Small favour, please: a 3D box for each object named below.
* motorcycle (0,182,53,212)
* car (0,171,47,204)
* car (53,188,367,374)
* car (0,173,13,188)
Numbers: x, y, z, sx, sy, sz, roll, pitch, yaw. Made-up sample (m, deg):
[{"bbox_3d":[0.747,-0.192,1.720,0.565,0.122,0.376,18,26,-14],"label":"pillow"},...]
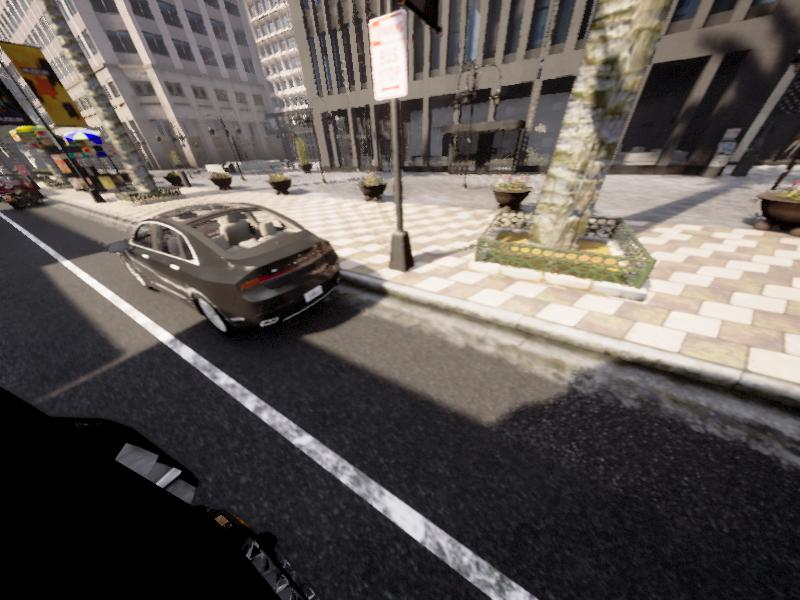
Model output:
[{"bbox_3d":[-22.456,-6.180,13.720,0.764,1.277,2.356,-19,37,-23],"label":"motorcycle"},{"bbox_3d":[-28.760,-8.316,16.866,4.553,1.767,2.185,16,38,26],"label":"car"},{"bbox_3d":[-3.329,-0.916,4.162,4.892,1.521,2.231,16,38,26],"label":"car"},{"bbox_3d":[-47.612,-13.790,26.716,4.792,1.488,2.163,16,38,26],"label":"car"}]
